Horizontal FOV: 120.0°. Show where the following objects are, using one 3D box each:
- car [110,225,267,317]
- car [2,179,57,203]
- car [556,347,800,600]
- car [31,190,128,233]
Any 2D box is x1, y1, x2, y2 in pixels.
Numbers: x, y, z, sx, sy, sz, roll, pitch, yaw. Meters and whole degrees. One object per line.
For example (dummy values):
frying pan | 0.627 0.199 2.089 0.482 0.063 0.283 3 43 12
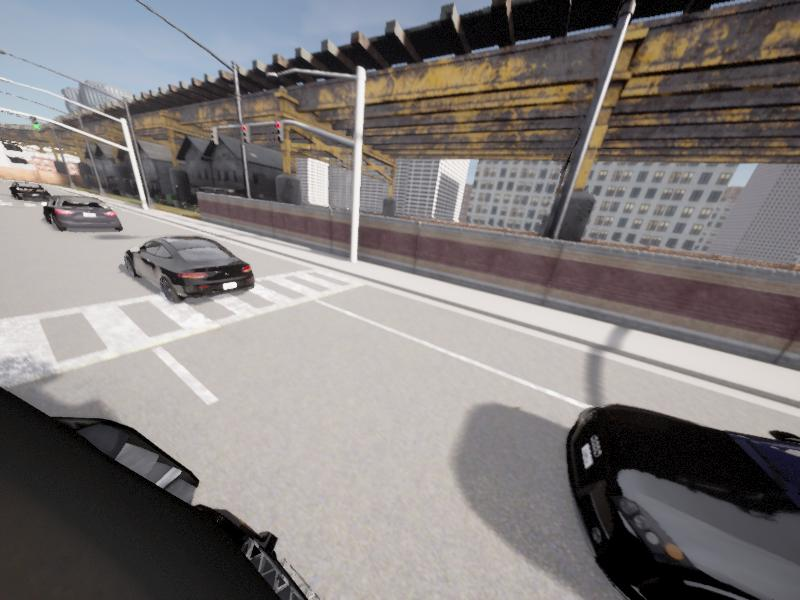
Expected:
car | -6.280 -1.146 6.847 4.674 1.442 1.812 18 23 27
car | -35.417 -10.427 22.100 4.902 1.511 2.128 18 23 26
car | 3.780 2.085 1.587 4.181 1.385 1.994 18 23 27
car | -17.789 -4.910 12.844 4.611 1.667 2.242 18 23 27
